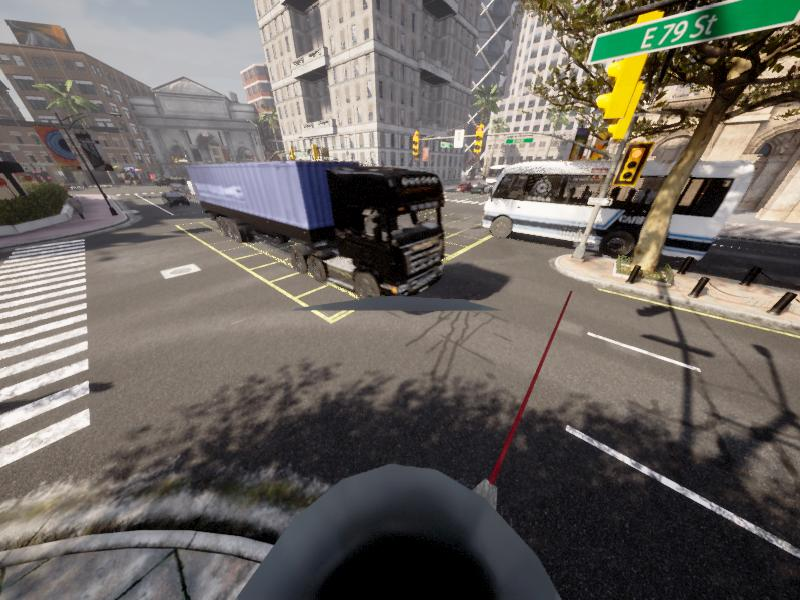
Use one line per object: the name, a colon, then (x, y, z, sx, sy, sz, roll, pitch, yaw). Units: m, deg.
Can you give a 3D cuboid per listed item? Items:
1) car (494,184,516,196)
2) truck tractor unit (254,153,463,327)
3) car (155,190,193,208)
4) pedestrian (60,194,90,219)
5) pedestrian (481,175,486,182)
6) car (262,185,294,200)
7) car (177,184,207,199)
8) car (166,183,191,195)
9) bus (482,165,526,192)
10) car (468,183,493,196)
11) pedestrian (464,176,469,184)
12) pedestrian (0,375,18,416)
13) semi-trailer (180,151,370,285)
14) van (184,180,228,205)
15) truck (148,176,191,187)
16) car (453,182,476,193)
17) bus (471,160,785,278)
car: (17.189, -18.077, 37.842, 1.816, 1.474, 4.193, 23, 37, 34)
truck tractor unit: (-1.692, -2.675, 8.411, 6.516, 4.208, 3.053, 23, 37, 34)
car: (-27.136, -12.180, 27.707, 5.357, 1.411, 2.033, 23, 37, 34)
pedestrian: (-27.227, -7.859, 19.405, 0.751, 1.860, 0.751, 22, 37, 33)
pedestrian: (24.017, -34.981, 66.382, 0.751, 1.860, 0.751, 23, 37, 34)
car: (-17.970, -15.917, 33.994, 5.366, 1.575, 1.801, 23, 37, 34)
car: (-31.092, -16.241, 34.507, 4.856, 1.649, 2.033, 23, 37, 34)
car: (-38.183, -19.224, 39.792, 4.902, 1.511, 2.128, 24, 37, 35)
bus: (20.279, -23.744, 44.881, 3.944, 4.253, 10.273, 23, 37, 34)
car: (13.630, -18.693, 38.852, 2.038, 1.542, 4.974, 23, 37, 34)
pedestrian: (16.422, -29.707, 57.246, 0.751, 1.860, 0.751, -18, 34, -28)
pedestrian: (-7.814, 1.306, 3.835, 0.751, 1.860, 0.751, 23, 37, 34)
semi-trailer: (-7.743, -5.308, 12.780, 14.254, 4.402, 2.717, 23, 37, 34)
van: (-25.231, -14.113, 30.022, 6.366, 2.431, 2.351, 23, 37, 34)
truck: (-51.812, -26.724, 52.193, 6.274, 2.098, 2.390, -4, 30, -8)
car: (11.636, -20.187, 41.527, 1.812, 1.442, 4.674, 23, 37, 34)
bus: (9.950, -5.211, 12.789, 10.273, 4.253, 3.944, 23, 37, 34)
